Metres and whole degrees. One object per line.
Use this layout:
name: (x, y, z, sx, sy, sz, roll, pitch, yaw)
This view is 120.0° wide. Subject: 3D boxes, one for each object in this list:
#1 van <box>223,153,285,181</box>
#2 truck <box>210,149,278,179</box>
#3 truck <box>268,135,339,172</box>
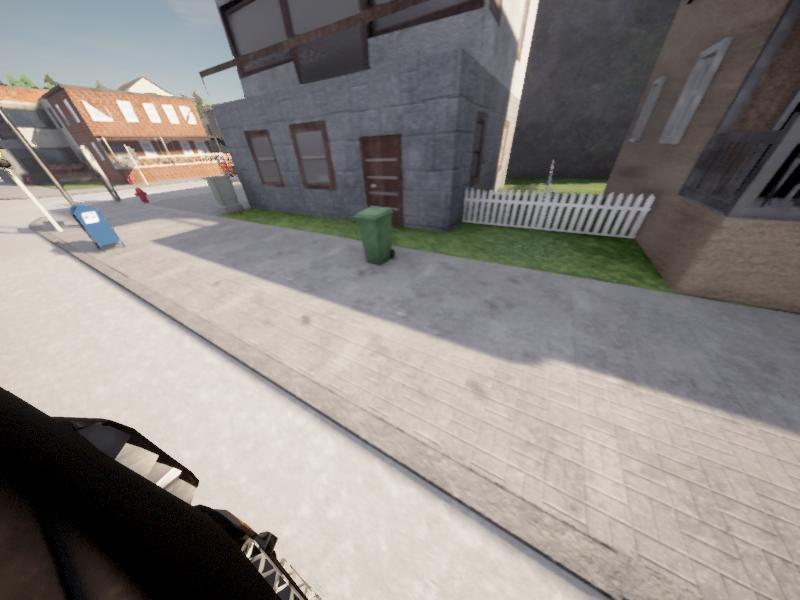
van: (-14.477, -13.396, 23.219, 2.069, 2.038, 4.480, 16, 38, 26)
truck: (-17.094, -15.182, 25.699, 2.627, 2.467, 5.204, 18, 39, 28)
truck: (-12.809, -20.291, 31.813, 2.891, 3.827, 8.468, 16, 38, 26)
